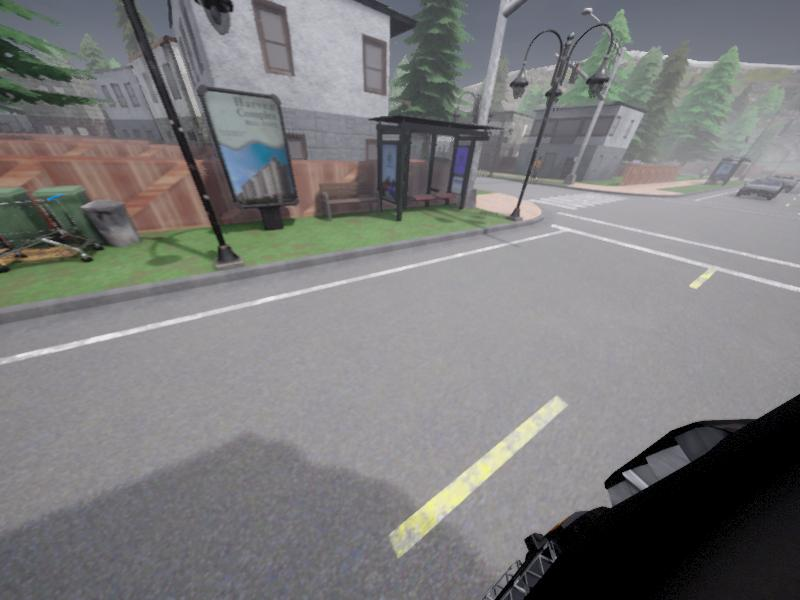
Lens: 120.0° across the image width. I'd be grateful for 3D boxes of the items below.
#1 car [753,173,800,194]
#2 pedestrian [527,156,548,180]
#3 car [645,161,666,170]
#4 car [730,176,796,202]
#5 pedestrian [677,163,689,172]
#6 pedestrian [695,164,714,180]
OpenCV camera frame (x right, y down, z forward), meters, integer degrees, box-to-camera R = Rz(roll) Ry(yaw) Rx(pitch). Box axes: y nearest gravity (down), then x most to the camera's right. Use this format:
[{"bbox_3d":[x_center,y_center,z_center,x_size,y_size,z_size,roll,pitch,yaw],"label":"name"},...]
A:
[{"bbox_3d":[40.139,-12.412,24.416,5.027,1.651,2.152,-17,38,-27],"label":"car"},{"bbox_3d":[12.465,-12.009,21.021,0.751,1.860,0.751,-7,35,-15],"label":"pedestrian"},{"bbox_3d":[64.822,-34.143,58.617,4.605,1.855,1.932,-18,39,-28],"label":"car"},{"bbox_3d":[29.329,-9.028,18.659,5.357,1.411,2.033,-17,38,-27],"label":"car"},{"bbox_3d":[65.328,-30.640,53.336,0.751,1.860,0.751,-15,38,-25],"label":"pedestrian"},{"bbox_3d":[42.753,-17.970,32.459,0.751,1.860,0.751,-20,40,-30],"label":"pedestrian"}]
